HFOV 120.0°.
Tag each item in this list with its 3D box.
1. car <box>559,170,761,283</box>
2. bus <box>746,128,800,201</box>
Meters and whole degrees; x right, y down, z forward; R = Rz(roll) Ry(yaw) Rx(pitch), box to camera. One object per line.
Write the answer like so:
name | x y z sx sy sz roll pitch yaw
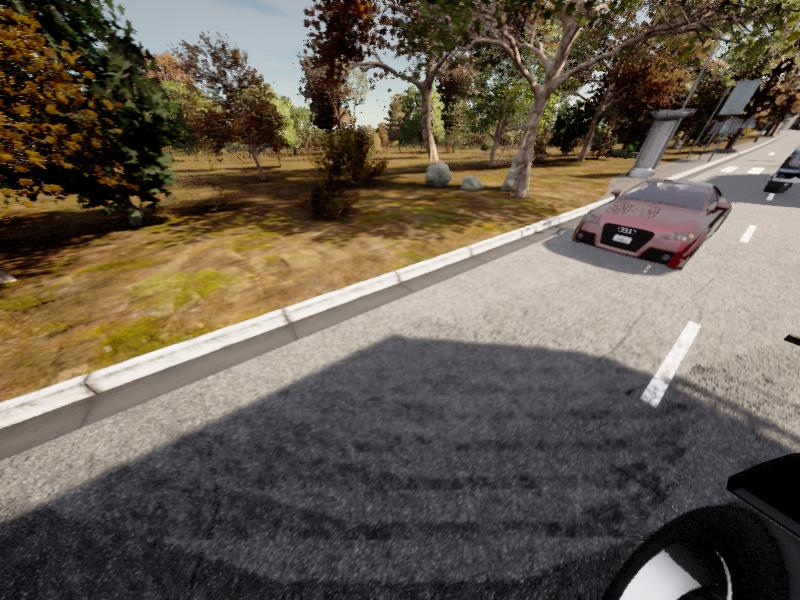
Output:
car | 6.118 -2.049 5.480 4.181 1.385 1.994 -22 41 -27
bus | 19.915 -6.832 9.357 10.273 4.253 3.944 -21 40 -26
